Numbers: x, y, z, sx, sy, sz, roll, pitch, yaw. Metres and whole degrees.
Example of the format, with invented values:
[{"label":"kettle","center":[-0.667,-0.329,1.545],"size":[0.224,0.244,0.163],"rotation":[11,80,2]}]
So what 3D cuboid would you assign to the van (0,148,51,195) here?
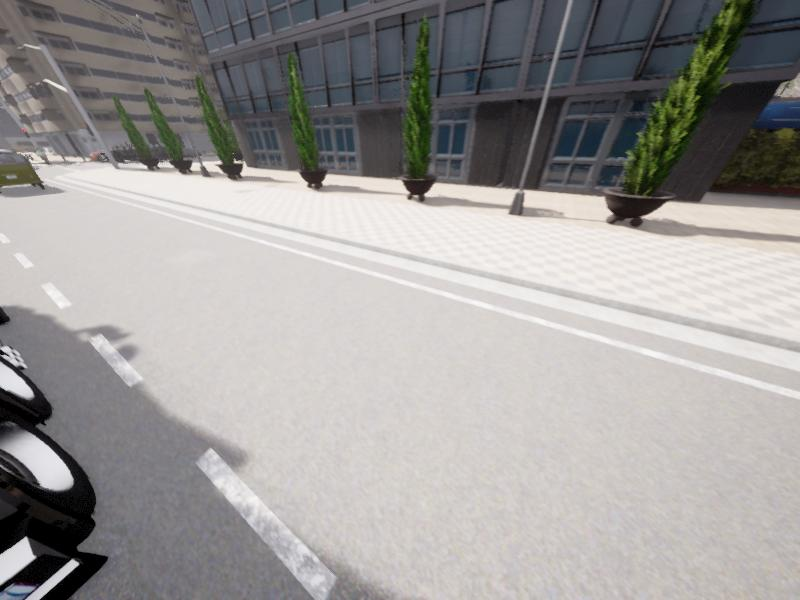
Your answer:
[{"label":"van","center":[-22.395,-7.311,12.972],"size":[4.442,1.987,1.775],"rotation":[18,39,25]}]

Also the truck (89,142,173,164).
[{"label":"truck","center":[-33.571,-18.681,29.224],"size":[2.390,2.098,6.274],"rotation":[18,39,24]}]

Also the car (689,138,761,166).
[{"label":"car","center":[32.274,-14.828,22.947],"size":[6.274,2.098,2.390],"rotation":[-18,39,-24]}]

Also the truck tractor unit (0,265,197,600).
[{"label":"truck tractor unit","center":[-5.114,-0.297,0.783],"size":[6.516,4.208,3.053],"rotation":[18,39,24]}]

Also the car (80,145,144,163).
[{"label":"car","center":[-37.264,-19.050,30.055],"size":[2.097,1.767,4.553],"rotation":[20,39,26]}]

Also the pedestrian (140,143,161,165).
[{"label":"pedestrian","center":[-25.301,-14.796,23.465],"size":[0.751,1.860,0.751],"rotation":[-25,42,-31]}]

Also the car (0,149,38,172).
[{"label":"car","center":[-37.492,-12.363,20.624],"size":[1.930,1.638,5.238],"rotation":[3,35,7]}]

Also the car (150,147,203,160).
[{"label":"car","center":[-33.674,-22.325,35.078],"size":[2.033,1.411,5.357],"rotation":[18,39,24]}]

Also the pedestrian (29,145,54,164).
[{"label":"pedestrian","center":[-42.107,-17.060,27.146],"size":[0.751,1.860,0.751],"rotation":[19,39,25]}]

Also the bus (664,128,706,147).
[{"label":"bus","center":[82.807,-47.251,67.448],"size":[3.944,4.253,10.273],"rotation":[18,39,24]}]
